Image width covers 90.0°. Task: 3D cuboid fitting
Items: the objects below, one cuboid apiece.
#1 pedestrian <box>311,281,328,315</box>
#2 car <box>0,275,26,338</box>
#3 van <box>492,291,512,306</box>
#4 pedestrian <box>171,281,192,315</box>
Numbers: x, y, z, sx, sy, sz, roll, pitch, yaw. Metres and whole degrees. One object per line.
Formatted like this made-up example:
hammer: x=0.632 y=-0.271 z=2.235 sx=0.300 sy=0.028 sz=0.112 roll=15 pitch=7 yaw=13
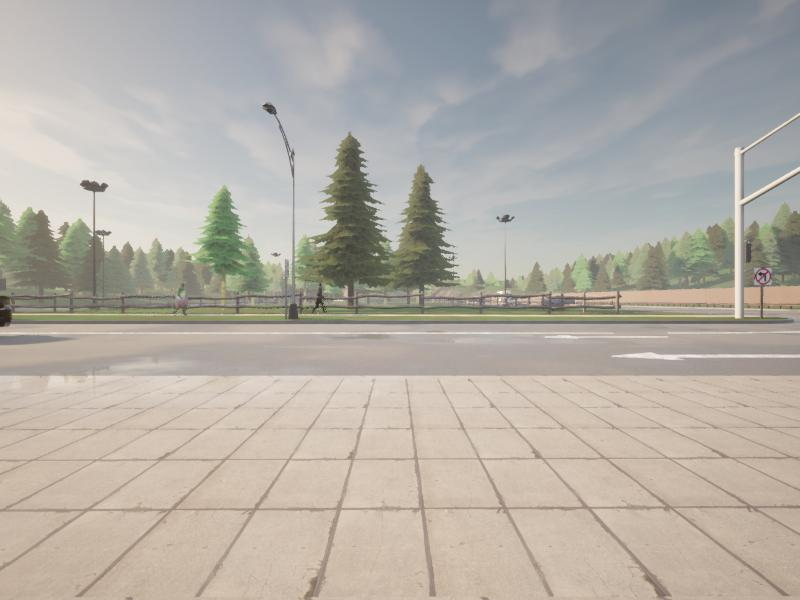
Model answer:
pedestrian: x=-4.440 y=-0.115 z=22.107 sx=0.751 sy=1.860 sz=0.751 roll=0 pitch=0 yaw=4
car: x=-13.033 y=0.171 z=10.176 sx=5.238 sy=1.638 sz=1.930 roll=0 pitch=0 yaw=0
van: x=17.839 y=-0.296 z=70.136 sx=1.988 sy=2.561 sz=5.915 roll=0 pitch=0 yaw=-1
pedestrian: x=-12.436 y=-0.115 z=22.747 sx=0.751 sy=1.860 sz=0.751 roll=0 pitch=0 yaw=3
